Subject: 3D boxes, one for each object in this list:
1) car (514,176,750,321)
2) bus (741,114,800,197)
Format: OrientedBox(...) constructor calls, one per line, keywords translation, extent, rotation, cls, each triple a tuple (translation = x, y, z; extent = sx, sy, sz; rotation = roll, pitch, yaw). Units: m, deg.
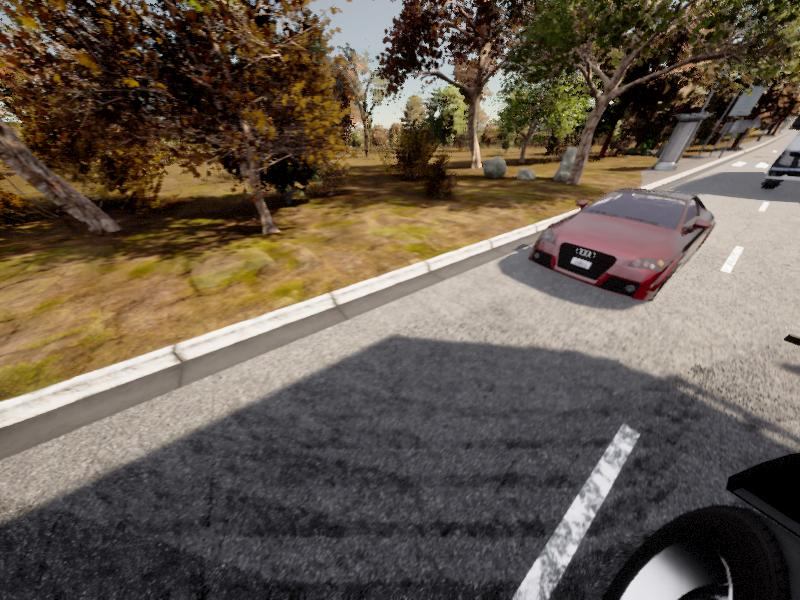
OrientedBox(translation=(4.637, -1.433, 4.659), extent=(4.181, 1.385, 1.994), rotation=(-22, 41, -28), cls="car")
OrientedBox(translation=(20.790, -7.376, 10.120), extent=(10.273, 4.253, 3.944), rotation=(-21, 39, -26), cls="bus")
